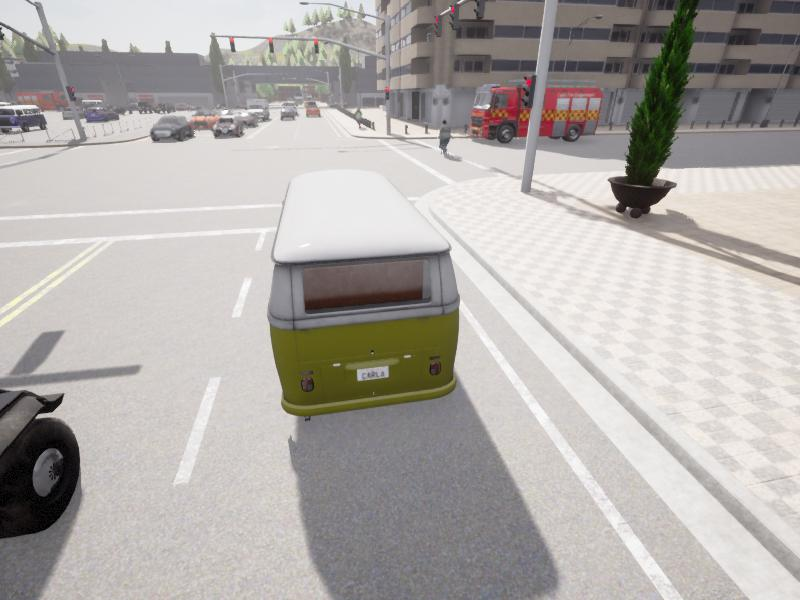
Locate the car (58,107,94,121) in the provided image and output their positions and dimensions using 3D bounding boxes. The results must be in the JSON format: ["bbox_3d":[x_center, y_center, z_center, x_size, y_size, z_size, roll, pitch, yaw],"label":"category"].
[{"bbox_3d":[-42.055,-24.270,52.026,1.970,1.475,3.806,-5,28,-10],"label":"car"}]

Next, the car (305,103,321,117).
[{"bbox_3d":[-13.296,-28.988,61.071,2.097,1.767,4.553,-5,28,-10],"label":"car"}]

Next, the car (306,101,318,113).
[{"bbox_3d":[-16.086,-35.341,73.344,1.905,1.878,3.866,-5,28,-10],"label":"car"}]

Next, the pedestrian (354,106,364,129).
[{"bbox_3d":[-3.874,-17.087,37.437,0.751,1.860,0.751,-5,28,-10],"label":"pedestrian"}]

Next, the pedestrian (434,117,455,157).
[{"bbox_3d":[2.348,-8.571,21.074,0.751,1.860,0.751,-9,29,-17],"label":"pedestrian"}]

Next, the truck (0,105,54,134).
[{"bbox_3d":[-32.343,-15.444,34.105,2.069,2.038,4.478,-5,28,-10],"label":"truck"}]

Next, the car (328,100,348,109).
[{"bbox_3d":[-14.708,-46.590,95.221,4.605,1.855,1.932,-5,28,-9],"label":"car"}]

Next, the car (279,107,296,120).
[{"bbox_3d":[-15.433,-25.672,55.054,2.033,1.411,5.357,-6,28,-11],"label":"car"}]

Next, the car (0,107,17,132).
[{"bbox_3d":[-35.169,-15.069,33.587,1.932,1.855,4.605,-5,28,-10],"label":"car"}]

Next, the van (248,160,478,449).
[{"bbox_3d":[-0.682,-0.529,5.469,1.775,1.987,4.442,-5,28,-10],"label":"van"}]

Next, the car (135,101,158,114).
[{"bbox_3d":[-42.799,-32.555,67.623,1.905,1.878,3.866,-5,28,-10],"label":"car"}]

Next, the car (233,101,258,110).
[{"bbox_3d":[-34.161,-42.989,88.495,4.856,1.649,2.033,-5,28,-10],"label":"car"}]

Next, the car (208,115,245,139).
[{"bbox_3d":[-13.746,-13.830,31.922,1.970,1.475,3.806,-6,28,-11],"label":"car"}]

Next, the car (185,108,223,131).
[{"bbox_3d":[-19.012,-17.678,39.070,2.097,1.767,4.553,-5,28,-10],"label":"car"}]

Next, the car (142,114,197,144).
[{"bbox_3d":[-16.851,-12.718,29.587,2.033,1.649,4.856,-5,28,-10],"label":"car"}]

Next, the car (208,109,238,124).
[{"bbox_3d":[-20.905,-21.823,47.479,2.163,1.488,4.792,-5,28,-10],"label":"car"}]

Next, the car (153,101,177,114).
[{"bbox_3d":[-39.949,-32.793,68.074,1.932,1.855,4.605,-5,28,-10],"label":"car"}]

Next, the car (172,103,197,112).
[{"bbox_3d":[-43.406,-38.796,80.631,3.806,1.475,1.970,-5,28,-10],"label":"car"}]

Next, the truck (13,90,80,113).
[{"bbox_3d":[-67.362,-37.970,76.391,8.468,3.827,2.891,-5,28,-9],"label":"truck"}]

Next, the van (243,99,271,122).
[{"bbox_3d":[-18.328,-24.491,51.630,2.351,2.431,6.366,-5,28,-10],"label":"van"}]

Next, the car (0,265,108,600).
[{"bbox_3d":[-3.361,1.529,1.573,1.905,1.878,3.866,-5,28,-10],"label":"car"}]

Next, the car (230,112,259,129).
[{"bbox_3d":[-15.884,-18.495,41.117,1.994,1.385,4.181,-5,28,-10],"label":"car"}]

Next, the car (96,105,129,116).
[{"bbox_3d":[-44.210,-29.218,61.641,2.033,1.415,5.357,-5,28,-10],"label":"car"}]

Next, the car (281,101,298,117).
[{"bbox_3d":[-17.259,-30.005,62.780,2.150,2.045,5.566,-5,28,-10],"label":"car"}]

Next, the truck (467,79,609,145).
[{"bbox_3d":[9.339,-13.069,27.716,8.468,3.827,2.891,-5,28,-10],"label":"truck"}]

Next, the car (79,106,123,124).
[{"bbox_3d":[-35.285,-21.952,47.349,2.242,1.667,4.611,-5,28,-10],"label":"car"}]

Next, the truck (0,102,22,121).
[{"bbox_3d":[-50.563,-23.777,50.344,2.069,2.038,4.478,-5,28,-10],"label":"truck"}]
